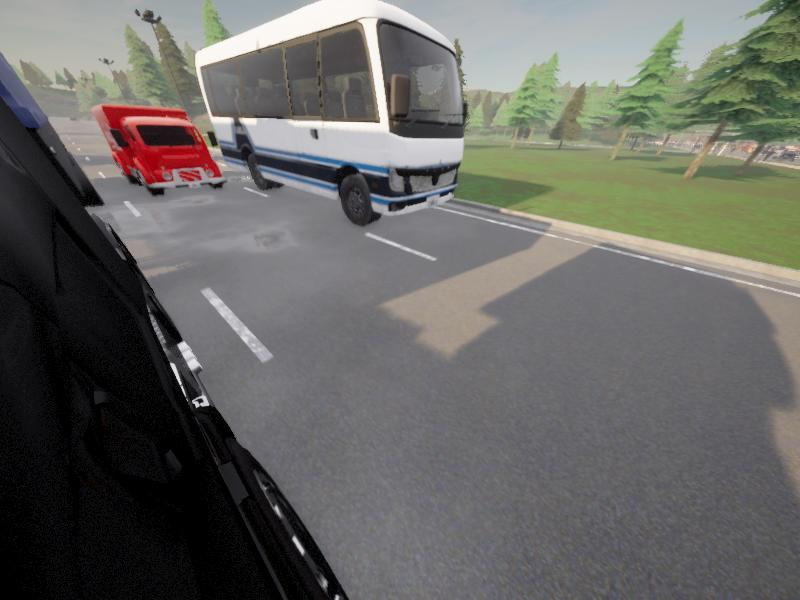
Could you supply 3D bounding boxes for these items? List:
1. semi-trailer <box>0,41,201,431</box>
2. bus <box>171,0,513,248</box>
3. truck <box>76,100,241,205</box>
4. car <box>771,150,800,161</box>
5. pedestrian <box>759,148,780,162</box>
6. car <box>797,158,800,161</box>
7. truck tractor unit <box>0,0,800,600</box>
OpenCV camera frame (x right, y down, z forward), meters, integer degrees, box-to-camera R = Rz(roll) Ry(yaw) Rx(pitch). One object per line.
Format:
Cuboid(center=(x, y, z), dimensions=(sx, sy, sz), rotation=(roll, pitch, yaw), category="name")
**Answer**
Cuboid(center=(-8.696, -3.591, 4.254), dimensions=(14.254, 4.402, 2.717), rotation=(28, 43, 30), category="semi-trailer")
Cuboid(center=(-2.703, -5.865, 7.848), dimensions=(10.273, 4.253, 3.944), rotation=(28, 43, 30), category="bus")
Cuboid(center=(-8.876, -5.585, 8.583), dimensions=(5.204, 2.467, 2.627), rotation=(28, 43, 30), category="truck")
Cuboid(center=(81.914, -30.627, 48.919), dimensions=(2.038, 1.542, 4.974), rotation=(26, 43, 29), category="car")
Cuboid(center=(58.858, -23.138, 36.811), dimensions=(0.751, 1.860, 0.751), rotation=(29, 44, 31), category="pedestrian")
Cuboid(center=(84.286, -29.002, 46.824), dimensions=(2.033, 1.649, 4.856), rotation=(26, 43, 29), category="car")
Cuboid(center=(-2.645, -0.295, 0.351), dimensions=(6.516, 4.208, 3.053), rotation=(28, 44, 30), category="truck tractor unit")
